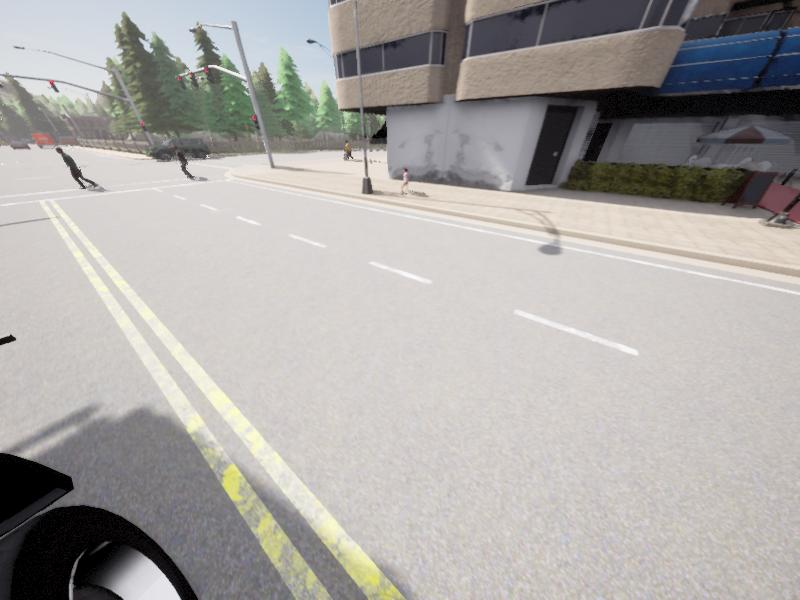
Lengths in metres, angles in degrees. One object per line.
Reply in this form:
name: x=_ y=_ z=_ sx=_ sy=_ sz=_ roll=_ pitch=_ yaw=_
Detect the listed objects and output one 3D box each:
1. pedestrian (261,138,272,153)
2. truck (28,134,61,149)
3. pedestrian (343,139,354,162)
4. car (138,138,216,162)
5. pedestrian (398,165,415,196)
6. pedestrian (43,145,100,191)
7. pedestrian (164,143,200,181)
pedestrian: x=-20.411 y=-23.744 z=35.413 sx=0.751 sy=1.860 sz=0.751 roll=23 pitch=41 yaw=29
truck: x=-74.240 y=-33.126 z=48.203 sx=5.204 sy=2.467 sz=2.627 roll=22 pitch=41 yaw=28
pedestrian: x=-5.116 y=-14.898 z=22.998 sx=0.751 sy=1.860 sz=0.751 roll=-15 pitch=38 yaw=-20
car: x=-24.464 y=-16.771 z=25.648 sx=2.150 sy=2.045 sz=5.566 roll=23 pitch=41 yaw=29
pedestrian: x=0.278 y=-5.170 z=9.980 sx=0.500 sy=1.100 sz=0.500 roll=23 pitch=41 yaw=28
pedestrian: x=-15.897 y=-6.422 z=11.231 sx=0.751 sy=1.860 sz=0.751 roll=23 pitch=41 yaw=29
pedestrian: x=-13.169 y=-8.363 z=14.016 sx=0.751 sy=1.860 sz=0.751 roll=20 pitch=40 yaw=26
